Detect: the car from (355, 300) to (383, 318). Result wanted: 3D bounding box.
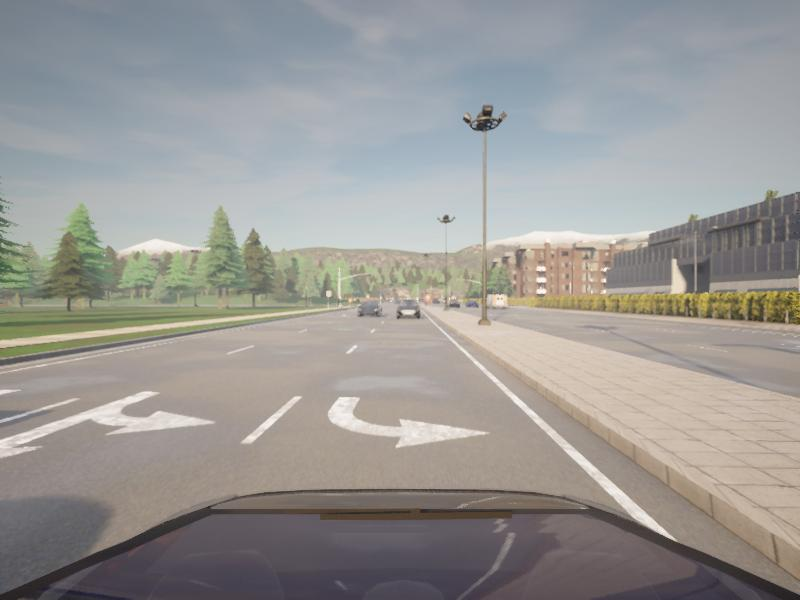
[{"bbox_3d":[-2.697,0.771,36.245,2.038,1.542,4.974,0,0,2],"label":"car"}]

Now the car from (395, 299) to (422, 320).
[{"bbox_3d":[0.709,0.728,32.943,2.033,1.649,4.856,0,0,2],"label":"car"}]

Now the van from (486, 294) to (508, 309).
[{"bbox_3d":[16.753,0.272,69.597,2.351,2.431,6.366,0,0,1],"label":"van"}]
